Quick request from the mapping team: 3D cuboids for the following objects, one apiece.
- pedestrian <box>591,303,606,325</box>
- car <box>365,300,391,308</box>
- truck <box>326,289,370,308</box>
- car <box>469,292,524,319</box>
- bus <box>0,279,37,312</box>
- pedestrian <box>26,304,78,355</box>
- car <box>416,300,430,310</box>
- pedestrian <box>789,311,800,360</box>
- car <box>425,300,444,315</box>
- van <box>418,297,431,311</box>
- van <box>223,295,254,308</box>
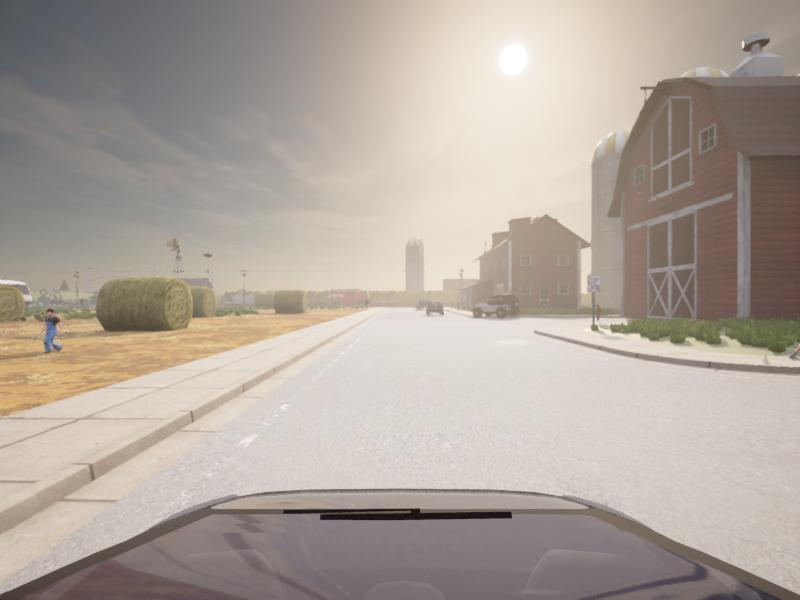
[{"bbox_3d":[10.170,0.719,20.492,0.500,1.100,0.500,0,0,-22],"label":"pedestrian"},{"bbox_3d":[-4.586,0.772,84.154,5.238,1.638,1.930,0,0,1],"label":"car"},{"bbox_3d":[-10.421,-0.318,80.761,8.468,3.827,2.891,0,0,1],"label":"truck"},{"bbox_3d":[7.820,0.477,32.676,1.905,1.878,3.866,-8,3,-42],"label":"car"},{"bbox_3d":[-53.791,-0.556,51.733,3.944,4.253,10.273,0,0,4],"label":"bus"},{"bbox_3d":[-9.368,0.762,10.800,0.751,1.300,0.751,0,0,11],"label":"pedestrian"},{"bbox_3d":[3.823,0.829,68.367,2.163,1.488,4.792,0,0,0],"label":"car"},{"bbox_3d":[9.244,0.800,9.136,0.500,1.100,0.500,0,0,44],"label":"pedestrian"},{"bbox_3d":[3.704,0.800,43.141,1.789,1.549,3.705,0,0,0],"label":"car"},{"bbox_3d":[3.795,0.579,62.045,1.775,1.987,4.442,0,0,0],"label":"van"},{"bbox_3d":[-34.199,0.304,84.749,5.915,2.561,1.988,0,0,2],"label":"van"}]
